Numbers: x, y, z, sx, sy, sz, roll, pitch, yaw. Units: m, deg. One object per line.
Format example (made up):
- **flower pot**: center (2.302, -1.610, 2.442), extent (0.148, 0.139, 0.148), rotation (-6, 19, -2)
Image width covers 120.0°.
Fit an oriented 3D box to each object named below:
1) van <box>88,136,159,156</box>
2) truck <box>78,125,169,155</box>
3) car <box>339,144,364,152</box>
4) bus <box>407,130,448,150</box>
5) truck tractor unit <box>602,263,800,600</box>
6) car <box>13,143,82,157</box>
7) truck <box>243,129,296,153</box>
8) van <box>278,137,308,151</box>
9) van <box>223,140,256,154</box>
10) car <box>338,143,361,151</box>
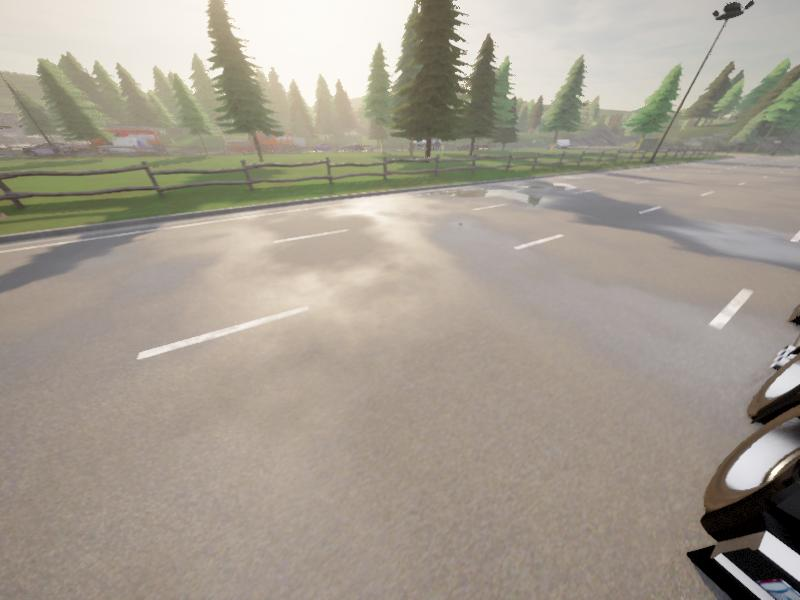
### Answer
- **van**: center (-43.125, -24.211, 36.345), extent (6.366, 2.431, 2.351), rotation (-18, 39, -24)
- **truck**: center (-45.102, -26.454, 38.323), extent (8.468, 3.827, 2.891), rotation (-18, 39, -24)
- **car**: center (-10.823, -34.215, 51.873), extent (4.892, 1.490, 1.837), rotation (-17, 39, -24)
- **bus**: center (7.461, -43.450, 62.915), extent (10.273, 4.253, 3.944), rotation (-18, 39, -24)
- **truck tractor unit**: center (5.110, -0.299, 0.795), extent (6.516, 4.208, 3.053), rotation (-18, 39, -24)
- **car**: center (-50.330, -21.564, 33.168), extent (4.856, 1.649, 2.033), rotation (-18, 39, -24)
- **truck**: center (-26.382, -32.471, 47.169), extent (8.468, 3.827, 2.891), rotation (-18, 39, -24)
- **van**: center (-25.284, -36.913, 54.665), extent (5.915, 2.561, 1.988), rotation (-18, 39, -24)
- **van**: center (-29.678, -28.354, 42.823), extent (4.442, 1.987, 1.775), rotation (-18, 39, -24)
- **car**: center (-12.604, -38.260, 57.640), extent (5.008, 1.535, 1.882), rotation (-18, 39, -24)
